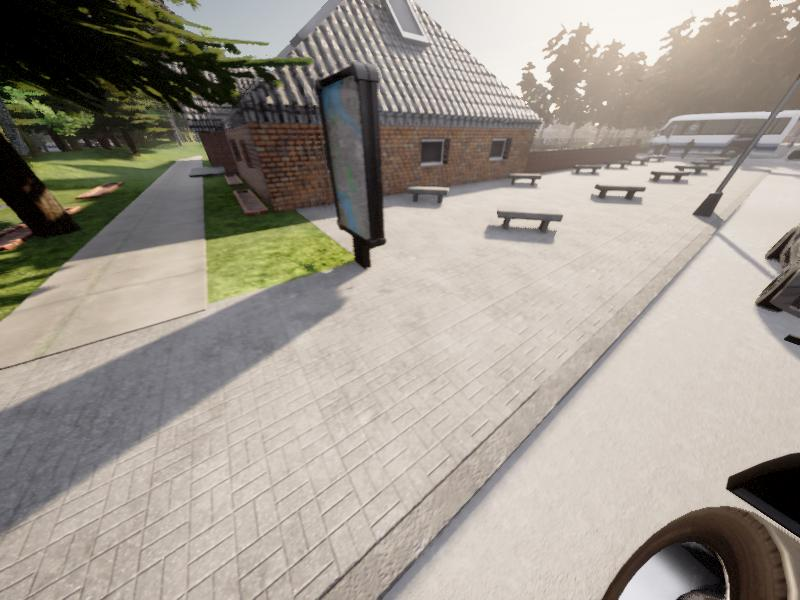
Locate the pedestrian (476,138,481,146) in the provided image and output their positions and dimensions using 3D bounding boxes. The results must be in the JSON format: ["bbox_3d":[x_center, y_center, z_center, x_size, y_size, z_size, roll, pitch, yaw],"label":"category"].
[{"bbox_3d":[22.061,-44.564,65.090,0.751,1.860,0.751,-22,41,-27],"label":"pedestrian"}]

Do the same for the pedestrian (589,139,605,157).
[{"bbox_3d":[24.513,-18.952,28.747,0.751,1.860,0.751,-22,41,-28],"label":"pedestrian"}]

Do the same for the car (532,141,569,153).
[{"bbox_3d":[26.084,-26.696,40.236,1.882,1.535,5.008,-22,41,-28],"label":"car"}]

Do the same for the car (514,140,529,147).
[{"bbox_3d":[33.197,-42.862,63.115,3.633,1.501,1.845,-23,41,-29],"label":"car"}]

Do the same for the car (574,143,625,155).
[{"bbox_3d":[30.299,-23.129,35.270,2.033,1.411,5.357,-22,40,-27],"label":"car"}]

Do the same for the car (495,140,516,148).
[{"bbox_3d":[27.415,-40.617,60.094,5.357,1.411,2.033,-21,40,-27],"label":"car"}]

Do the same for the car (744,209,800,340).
[{"bbox_3d":[7.602,-0.627,3.293,4.611,1.667,2.242,-23,41,-29],"label":"car"}]

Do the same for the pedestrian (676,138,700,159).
[{"bbox_3d":[31.225,-16.387,25.057,0.751,1.860,0.751,-21,40,-26],"label":"pedestrian"}]

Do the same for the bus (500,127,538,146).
[{"bbox_3d":[34.439,-47.269,67.002,10.273,4.253,3.944,-21,40,-28],"label":"bus"}]

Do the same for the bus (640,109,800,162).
[{"bbox_3d":[35.987,-18.904,26.753,10.273,4.253,3.944,29,45,35],"label":"bus"}]

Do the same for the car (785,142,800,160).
[{"bbox_3d":[45.066,-16.357,25.119,3.866,1.878,1.905,-15,38,-19],"label":"car"}]
